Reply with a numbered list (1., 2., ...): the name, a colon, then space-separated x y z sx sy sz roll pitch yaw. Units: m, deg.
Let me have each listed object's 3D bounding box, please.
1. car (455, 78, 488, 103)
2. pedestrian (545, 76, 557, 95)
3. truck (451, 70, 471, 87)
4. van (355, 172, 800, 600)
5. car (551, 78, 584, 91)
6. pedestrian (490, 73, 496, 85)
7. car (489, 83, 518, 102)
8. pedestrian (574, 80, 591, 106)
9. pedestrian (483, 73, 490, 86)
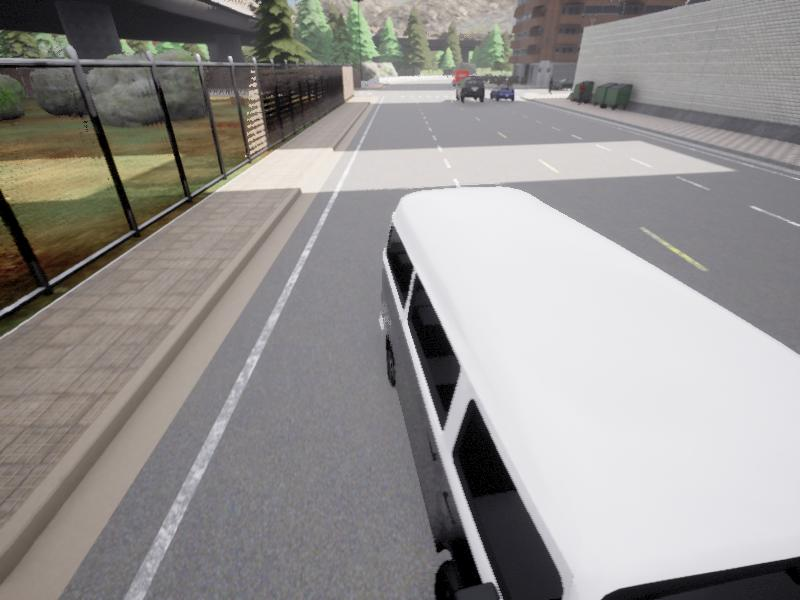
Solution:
1. car: 6.883 -20.589 39.189 2.150 2.045 5.566 0 30 0
2. pedestrian: 17.459 -24.750 46.189 0.751 1.860 0.751 -1 30 -2
3. truck: 10.302 -37.832 68.280 2.627 2.467 5.204 0 30 0
4. van: 0.933 0.598 2.970 2.069 2.038 4.480 -5 29 -8
5. car: 23.732 -30.545 56.704 3.705 1.549 1.789 0 30 0
6. pedestrian: 16.547 -39.413 71.197 0.751 1.860 0.751 0 30 0
7. car: 10.378 -20.975 40.401 1.816 1.474 4.193 0 30 0
8. pedestrian: 14.845 -16.899 32.652 0.751 1.860 0.751 4 31 8
9. pedestrian: 14.230 -36.267 65.859 0.751 1.860 0.751 -3 30 -5
